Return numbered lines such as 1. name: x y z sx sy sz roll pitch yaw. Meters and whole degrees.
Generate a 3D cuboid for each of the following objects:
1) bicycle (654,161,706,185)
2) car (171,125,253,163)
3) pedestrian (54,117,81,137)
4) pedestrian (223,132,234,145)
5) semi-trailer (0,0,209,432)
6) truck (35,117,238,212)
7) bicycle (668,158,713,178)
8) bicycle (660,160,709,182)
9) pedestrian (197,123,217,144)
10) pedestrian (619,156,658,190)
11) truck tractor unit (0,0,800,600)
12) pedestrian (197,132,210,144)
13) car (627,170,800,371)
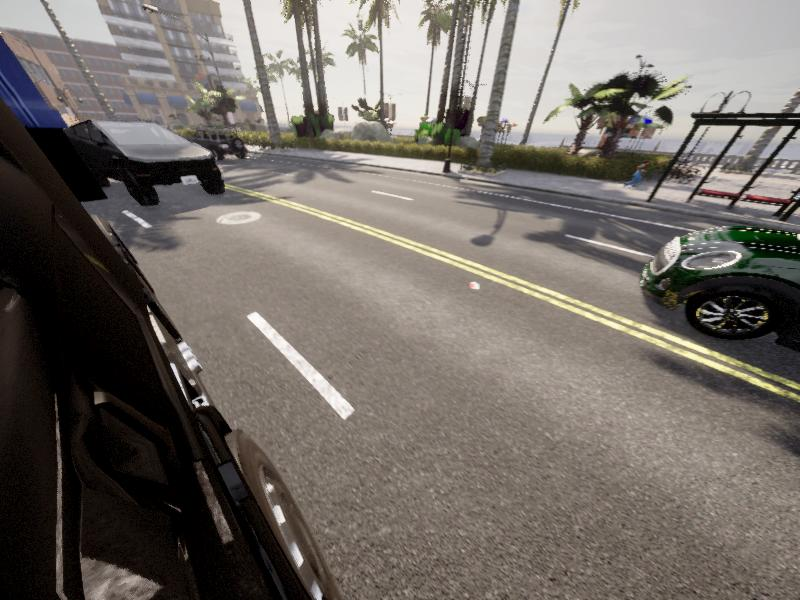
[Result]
1. bicycle: 16.341 -7.455 13.544 0.373 1.024 1.643 -24 44 -31
2. car: -13.014 -10.919 16.124 4.605 1.855 1.932 17 39 19
3. pedestrian: -38.550 -20.045 26.797 0.751 1.860 0.751 -2 37 -5
4. pedestrian: -19.030 -17.927 25.653 0.500 1.100 0.500 7 37 7
5. semi-trailer: -9.169 -3.211 3.739 14.254 4.402 2.717 22 40 24
6. truck: -9.131 -4.980 8.100 6.274 2.098 2.390 20 40 23
7. bicycle: 20.269 -9.213 16.147 0.373 1.024 1.643 -24 44 -31
8. bicycle: 17.912 -8.158 14.585 0.373 1.024 1.643 -24 44 -31
9. pedestrian: -21.111 -18.247 25.330 0.751 1.860 0.751 12 37 12
10. pedestrian: 11.664 -6.229 11.328 0.751 1.300 0.751 -29 46 -35
11. truck tractor unit: -2.645 -0.295 0.352 6.516 4.208 3.053 28 44 30
12. pedestrian: -21.277 -17.551 25.018 0.500 1.100 0.500 14 38 15
13. car: 5.954 -0.015 2.461 4.553 1.767 2.097 32 45 34
